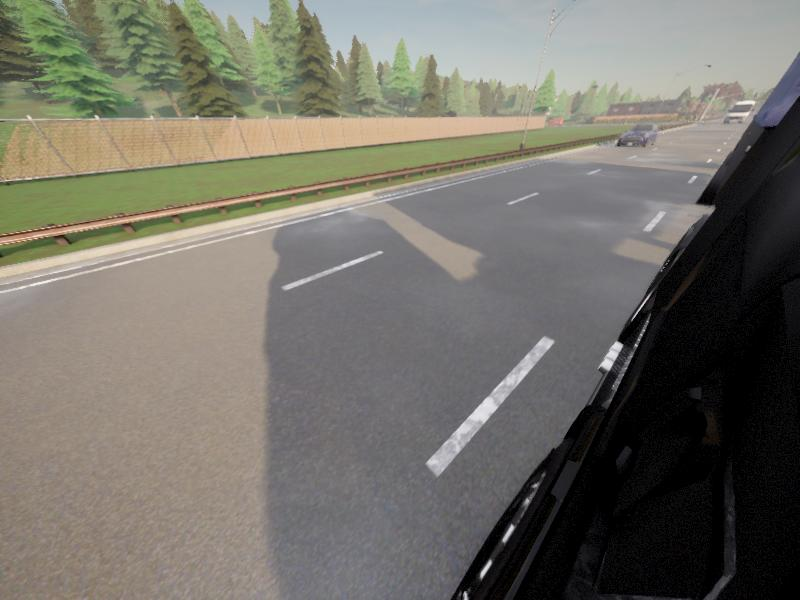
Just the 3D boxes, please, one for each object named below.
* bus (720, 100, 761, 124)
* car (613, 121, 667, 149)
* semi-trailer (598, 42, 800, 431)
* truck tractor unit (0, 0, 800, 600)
[{"bbox_3d":[84.246,-46.394,57.226,10.273,4.253,3.944,-28,44,-30],"label":"bus"},{"bbox_3d":[21.537,-14.836,20.711,4.553,1.767,2.097,-28,44,-30],"label":"car"},{"bbox_3d":[8.698,-3.592,4.246,14.254,4.402,2.717,-28,44,-30],"label":"semi-trailer"},{"bbox_3d":[2.645,-0.295,0.351,6.516,4.208,3.053,-28,44,-30],"label":"truck tractor unit"}]
